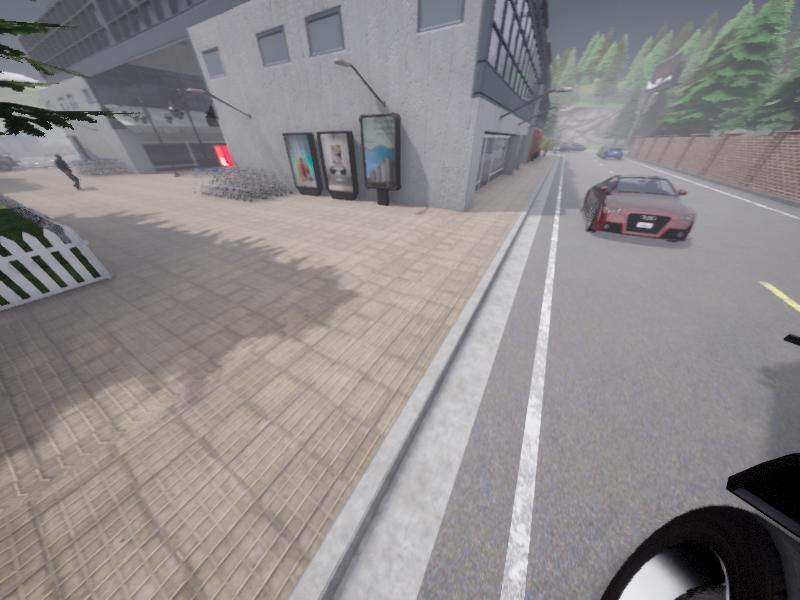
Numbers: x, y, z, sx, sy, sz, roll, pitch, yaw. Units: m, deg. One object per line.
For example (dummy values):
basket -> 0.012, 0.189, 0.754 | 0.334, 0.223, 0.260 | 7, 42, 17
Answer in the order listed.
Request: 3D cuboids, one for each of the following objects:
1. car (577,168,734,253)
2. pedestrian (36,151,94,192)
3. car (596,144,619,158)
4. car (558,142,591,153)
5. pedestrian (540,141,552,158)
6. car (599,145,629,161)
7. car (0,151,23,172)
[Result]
car -> 7.052, -3.011, 7.075 | 1.994, 1.385, 4.181 | 17, 38, 24
pedestrian -> -18.077, -6.976, 12.541 | 0.751, 1.860, 0.751 | -11, 36, -15
car -> 31.037, -22.444, 34.701 | 1.789, 1.549, 3.705 | 18, 39, 25
car -> 34.894, -30.611, 46.354 | 4.611, 1.667, 2.242 | 1, 35, 3
pedestrian -> 19.402, -19.929, 30.685 | 0.751, 1.860, 0.751 | 16, 38, 23
car -> 27.779, -19.270, 30.174 | 2.007, 1.525, 4.514 | 18, 39, 25
car -> -44.599, -14.527, 24.344 | 1.932, 1.855, 4.605 | 17, 38, 24
